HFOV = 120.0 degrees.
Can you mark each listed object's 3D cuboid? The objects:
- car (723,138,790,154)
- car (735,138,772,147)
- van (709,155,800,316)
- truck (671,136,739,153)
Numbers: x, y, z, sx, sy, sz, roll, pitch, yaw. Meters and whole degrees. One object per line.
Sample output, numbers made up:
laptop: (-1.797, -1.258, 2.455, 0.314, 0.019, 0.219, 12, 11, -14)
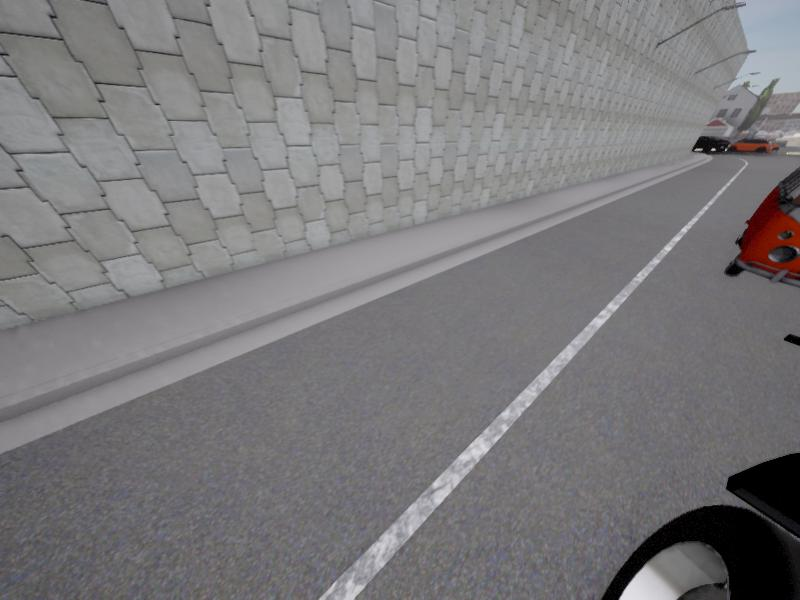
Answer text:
car: (50.939, -22.154, 33.186, 2.097, 1.767, 4.553, -7, 36, -9)
car: (77.932, -34.697, 50.924, 4.193, 1.474, 1.816, 4, 36, 6)
van: (7.817, -1.385, 4.055, 4.442, 1.987, 1.775, -24, 42, -29)
truck: (47.329, -24.486, 36.240, 2.390, 2.098, 6.274, 0, 35, 1)
